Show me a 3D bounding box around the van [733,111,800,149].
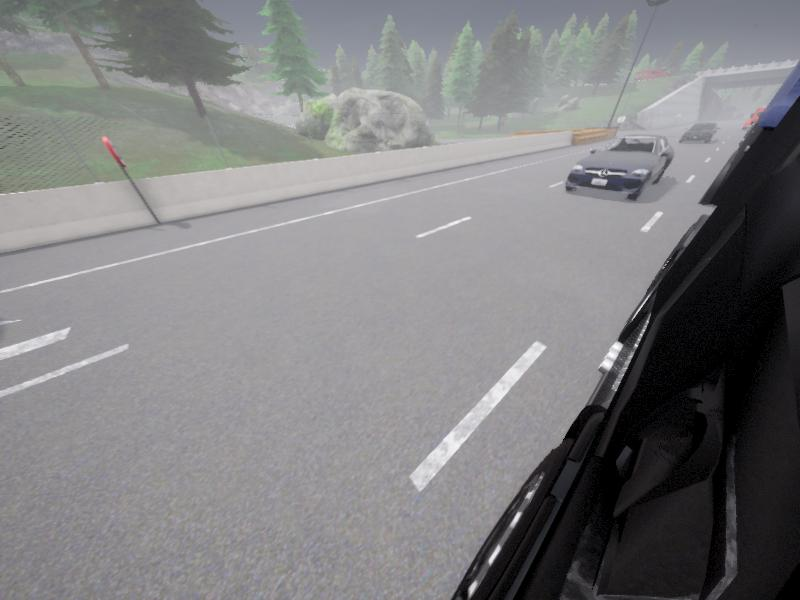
[{"bbox_3d":[27.182,-12.597,17.065,4.480,2.038,2.069,-28,44,-30],"label":"van"}]

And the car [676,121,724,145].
[{"bbox_3d":[27.023,-15.051,20.778,4.892,1.490,1.837,-28,44,-30],"label":"car"}]

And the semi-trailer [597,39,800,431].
[{"bbox_3d":[8.729,-3.583,4.200,14.254,4.402,2.717,-28,44,-29],"label":"semi-trailer"}]

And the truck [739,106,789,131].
[{"bbox_3d":[49.705,-24.872,31.688,5.204,2.467,2.627,-28,44,-30],"label":"truck"}]

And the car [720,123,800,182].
[{"bbox_3d":[16.185,-6.517,9.980,4.856,1.649,2.033,-28,44,-30],"label":"car"}]

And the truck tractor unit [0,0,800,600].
[{"bbox_3d":[2.645,-0.295,0.352,6.516,4.208,3.053,-28,44,-30],"label":"truck tractor unit"}]

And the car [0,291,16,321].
[{"bbox_3d":[-7.787,0.839,1.599,4.856,1.649,2.033,-28,44,-30],"label":"car"}]

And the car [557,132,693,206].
[{"bbox_3d":[8.255,-5.017,8.450,5.027,1.651,2.152,-28,44,-30],"label":"car"}]
